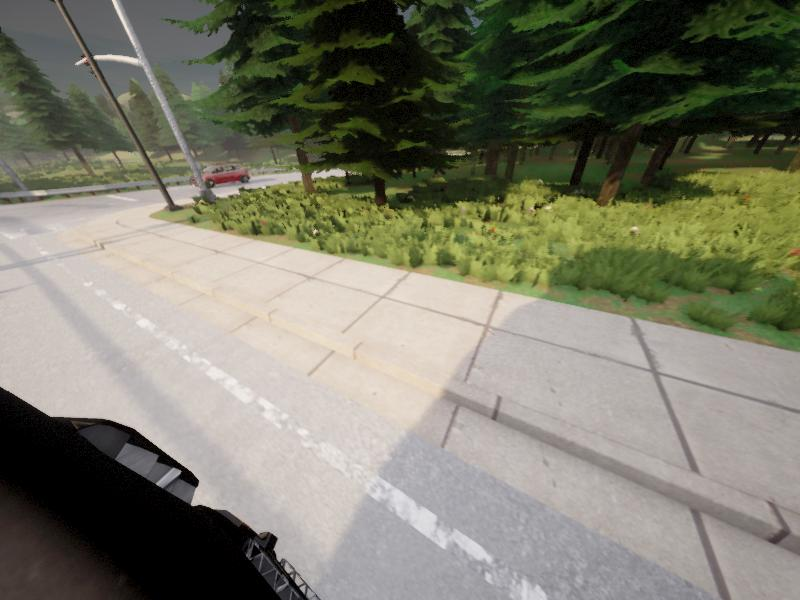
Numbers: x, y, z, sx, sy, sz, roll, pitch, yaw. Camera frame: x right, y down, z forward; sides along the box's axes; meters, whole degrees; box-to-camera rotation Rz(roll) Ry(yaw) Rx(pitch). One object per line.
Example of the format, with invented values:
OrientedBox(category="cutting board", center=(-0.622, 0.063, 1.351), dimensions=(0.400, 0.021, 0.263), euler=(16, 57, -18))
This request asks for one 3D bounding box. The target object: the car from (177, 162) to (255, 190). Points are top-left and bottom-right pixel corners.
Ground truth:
OrientedBox(category="car", center=(-15.852, -10.946, 20.255), dimensions=(2.242, 1.667, 4.611), euler=(15, 38, 25))
